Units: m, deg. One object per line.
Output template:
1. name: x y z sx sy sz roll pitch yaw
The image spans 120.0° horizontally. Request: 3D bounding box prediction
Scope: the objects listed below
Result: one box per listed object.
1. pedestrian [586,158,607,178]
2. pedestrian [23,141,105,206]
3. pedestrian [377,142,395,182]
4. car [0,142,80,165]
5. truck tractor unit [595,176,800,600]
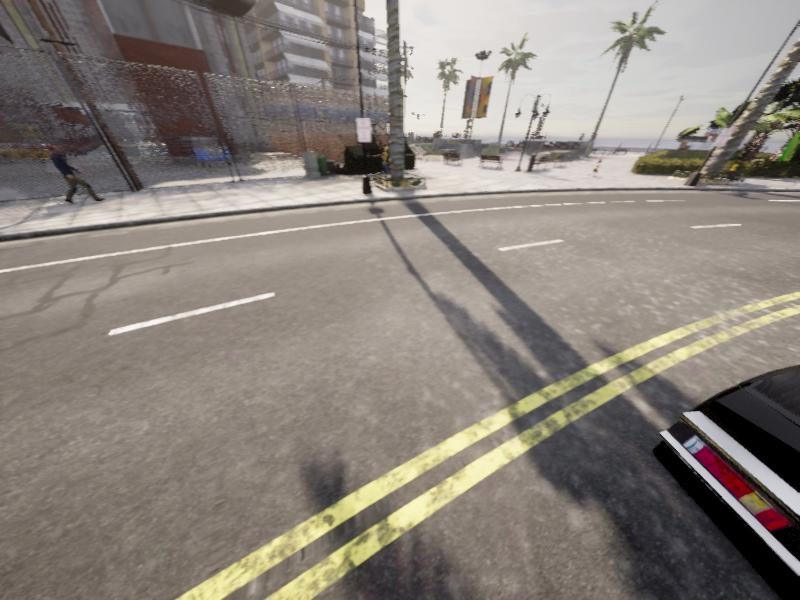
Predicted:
1. pedestrian: 13.398 -8.992 15.751 0.500 1.100 0.500 -4 36 -7
2. pedestrian: -11.311 -4.307 7.898 0.751 1.860 0.751 -29 45 -35
3. pedestrian: -0.786 -7.783 13.058 0.751 1.860 0.751 -17 39 -23
4. car: -30.683 -12.171 19.069 4.674 1.452 2.002 -28 45 -35
5. truck tractor unit: 5.380 0.185 0.150 6.516 4.208 3.053 -1 33 -4
